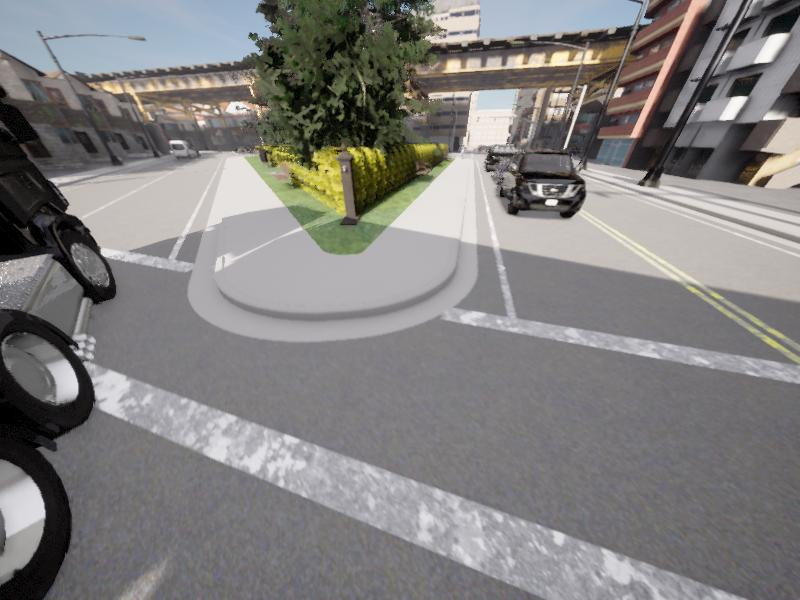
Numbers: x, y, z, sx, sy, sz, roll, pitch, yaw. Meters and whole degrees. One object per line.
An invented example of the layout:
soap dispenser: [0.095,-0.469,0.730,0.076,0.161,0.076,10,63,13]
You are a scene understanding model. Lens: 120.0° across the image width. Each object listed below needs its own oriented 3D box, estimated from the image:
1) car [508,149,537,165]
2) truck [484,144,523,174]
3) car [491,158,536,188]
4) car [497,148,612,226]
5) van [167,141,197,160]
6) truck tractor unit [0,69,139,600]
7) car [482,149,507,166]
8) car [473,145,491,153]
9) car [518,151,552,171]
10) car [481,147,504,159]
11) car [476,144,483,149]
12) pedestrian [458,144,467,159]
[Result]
car: [15.260,-18.064,29.085,2.163,1.488,4.792,7,35,11]
truck: [9.426,-13.385,21.729,2.390,2.098,6.274,8,35,12]
car: [7.392,-8.646,15.526,1.895,1.301,4.718,8,35,12]
car: [5.561,-4.941,9.457,2.150,2.045,5.566,8,35,12]
van: [-36.083,-24.946,38.414,1.988,2.561,5.915,-18,38,-24]
truck tractor unit: [-4.751,-0.556,1.158,3.053,4.208,6.516,-28,43,-34]
car: [11.202,-17.063,27.640,2.163,1.488,4.792,8,35,12]
car: [19.925,-36.617,56.068,2.038,1.542,4.974,25,41,31]
car: [13.486,-14.136,23.389,1.812,1.442,4.674,8,35,12]
car: [15.752,-24.939,39.099,2.128,1.511,4.902,21,40,28]
car: [28.955,-55.628,83.798,2.038,1.542,4.974,8,35,12]
pedestrian: [9.079,-21.529,33.528,0.751,1.860,0.751,19,39,25]
